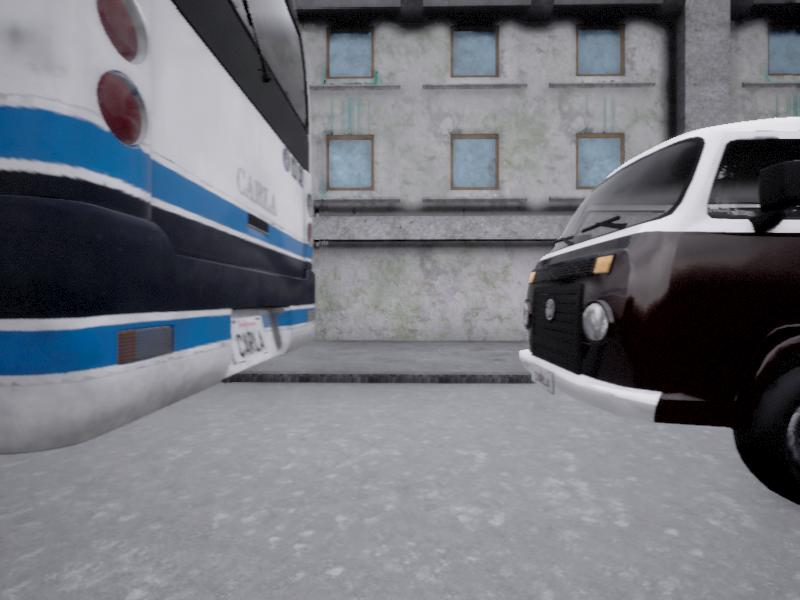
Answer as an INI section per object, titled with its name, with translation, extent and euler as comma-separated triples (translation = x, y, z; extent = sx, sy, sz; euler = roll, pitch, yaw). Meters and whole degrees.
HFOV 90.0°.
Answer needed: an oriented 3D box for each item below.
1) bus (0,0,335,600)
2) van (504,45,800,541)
[bus]
translation = -5.920, -1.137, 2.701
extent = 10.273, 4.253, 3.944
euler = 0, 0, 1
[van]
translation = 3.194, -0.027, 2.649
extent = 4.480, 2.038, 2.069
euler = 0, 0, 1
